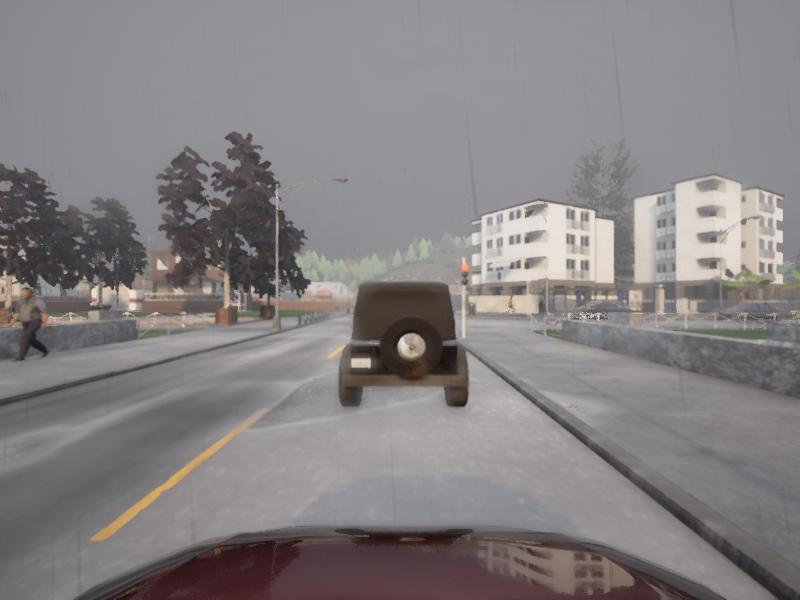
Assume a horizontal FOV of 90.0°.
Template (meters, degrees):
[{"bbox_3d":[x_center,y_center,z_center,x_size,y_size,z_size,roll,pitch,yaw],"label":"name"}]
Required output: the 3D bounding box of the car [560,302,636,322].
[{"bbox_3d":[15.166,0.886,30.788,4.892,1.490,1.837,0,0,1],"label":"car"}]

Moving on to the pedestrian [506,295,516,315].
[{"bbox_3d":[10.254,0.465,36.884,0.751,1.860,0.751,0,0,1],"label":"pedestrian"}]

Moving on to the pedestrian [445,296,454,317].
[{"bbox_3d":[4.353,0.571,35.444,0.751,1.860,0.751,0,0,4],"label":"pedestrian"}]

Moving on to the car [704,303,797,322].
[{"bbox_3d":[26.804,0.936,30.726,5.357,1.411,2.033,0,0,0],"label":"car"}]

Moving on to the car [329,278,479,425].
[{"bbox_3d":[0.067,0.655,7.035,1.905,1.878,3.866,0,0,1],"label":"car"}]

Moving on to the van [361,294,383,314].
[{"bbox_3d":[-3.519,0.445,51.684,2.351,2.431,6.366,0,0,1],"label":"van"}]

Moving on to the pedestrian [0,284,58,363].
[{"bbox_3d":[-9.052,0.546,9.769,0.751,1.860,0.751,0,0,6],"label":"pedestrian"}]
